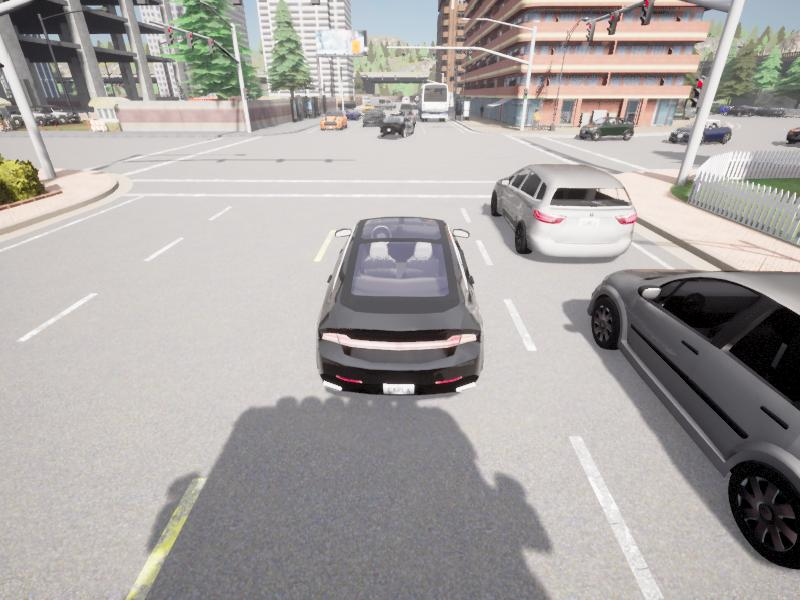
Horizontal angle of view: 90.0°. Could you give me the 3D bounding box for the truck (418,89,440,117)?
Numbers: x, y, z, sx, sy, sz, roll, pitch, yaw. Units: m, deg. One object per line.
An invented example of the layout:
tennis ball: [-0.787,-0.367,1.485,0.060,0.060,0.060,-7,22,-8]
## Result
truck: [4.447,-31.388,63.610,2.891,3.827,8.468,0,27,1]

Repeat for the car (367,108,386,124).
car: [-2.805,-22.384,48.621,1.837,1.490,4.892,0,27,1]

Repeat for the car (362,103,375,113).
car: [-5.888,-35.956,75.027,1.882,1.535,5.008,0,27,1]

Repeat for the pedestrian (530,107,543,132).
pedestrian: [11.565,-15.323,33.948,0.751,1.860,0.751,5,28,9]

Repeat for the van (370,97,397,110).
van: [-3.694,-44.320,90.185,5.915,2.561,1.988,1,27,1]

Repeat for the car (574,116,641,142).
car: [15.047,-12.476,29.122,3.705,1.549,1.789,-5,28,-10]

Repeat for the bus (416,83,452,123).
bus: [4.139,-25.658,51.985,3.944,4.253,10.273,0,27,1]

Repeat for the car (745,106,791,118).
car: [54.887,-28.174,59.875,2.033,1.411,5.357,1,27,1]

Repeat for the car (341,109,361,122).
car: [-6.260,-23.752,51.504,1.895,1.301,4.718,0,27,1]

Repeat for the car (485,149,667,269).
car: [3.605,-2.399,9.473,2.242,1.667,4.611,1,27,1]

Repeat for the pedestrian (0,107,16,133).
pedestrian: [-32.963,-14.918,33.160,0.751,1.860,0.751,-4,27,-7]

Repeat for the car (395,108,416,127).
car: [0.605,-19.989,43.758,2.242,1.667,4.611,0,27,1]

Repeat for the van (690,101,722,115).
van: [51.569,-32.387,67.453,1.775,1.987,4.442,1,27,1]

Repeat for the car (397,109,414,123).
car: [0.726,-23.166,50.254,2.033,1.411,5.357,0,27,1]

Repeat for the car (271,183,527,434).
car: [0.022,-0.455,5.861,2.128,1.511,4.902,0,27,1]

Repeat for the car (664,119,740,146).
car: [20.350,-11.369,27.048,3.806,1.475,1.970,-9,29,-18]

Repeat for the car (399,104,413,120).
car: [0.817,-26.455,56.119,1.905,1.878,3.866,0,27,1]

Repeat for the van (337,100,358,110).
van: [-11.808,-44.129,90.464,4.442,1.987,1.775,1,27,1]

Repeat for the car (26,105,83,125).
car: [-36.822,-19.817,42.770,3.866,1.878,1.905,0,27,1]

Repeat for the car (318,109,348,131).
car: [-6.455,-17.656,39.076,2.097,1.767,4.553,0,27,1]

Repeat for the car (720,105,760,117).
car: [51.403,-28.589,60.581,1.837,1.490,4.892,1,27,1]

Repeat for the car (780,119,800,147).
car: [28.010,-11.089,26.448,4.974,1.542,2.038,-13,30,-23]

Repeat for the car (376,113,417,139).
car: [-0.144,-14.204,32.484,1.930,1.638,5.238,7,28,14]

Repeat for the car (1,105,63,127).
car: [-36.858,-18.474,40.153,3.866,1.878,1.905,0,27,1]

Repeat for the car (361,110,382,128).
car: [-2.903,-19.094,42.208,1.837,1.490,4.892,0,27,1]

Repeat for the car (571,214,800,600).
car: [3.494,0.484,3.924,1.851,1.617,3.988,0,27,1]

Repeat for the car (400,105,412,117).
car: [0.932,-30.065,63.538,1.801,1.575,5.366,0,27,1]

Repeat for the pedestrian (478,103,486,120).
pedestrian: [10.595,-24.348,51.661,0.751,1.860,0.751,1,27,1]
